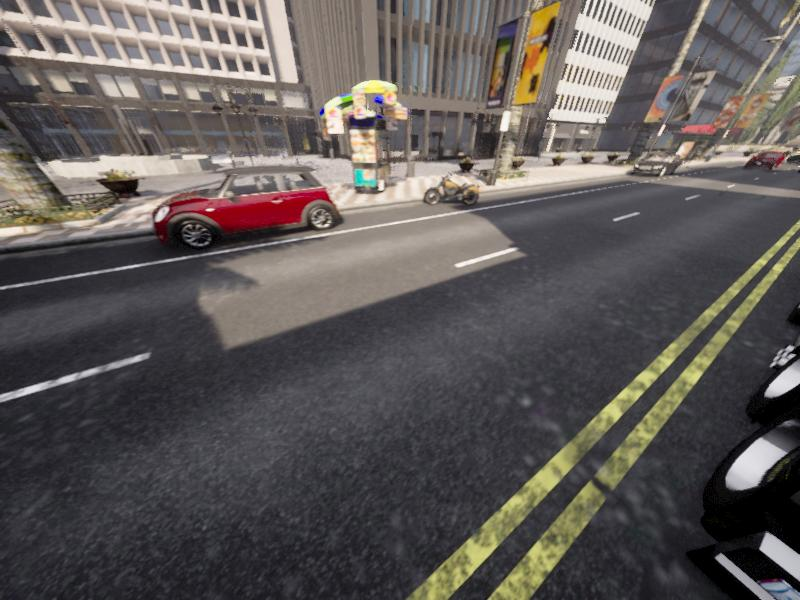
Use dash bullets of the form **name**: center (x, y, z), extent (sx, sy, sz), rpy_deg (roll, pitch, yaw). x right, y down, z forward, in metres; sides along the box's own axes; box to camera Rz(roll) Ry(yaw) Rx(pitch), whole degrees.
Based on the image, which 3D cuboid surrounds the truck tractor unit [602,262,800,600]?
- **truck tractor unit**: center (5.111, -0.298, 0.795), extent (6.516, 4.208, 3.053), rpy_deg (-18, 39, -24)

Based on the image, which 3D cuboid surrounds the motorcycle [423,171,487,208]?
- **motorcycle**: center (2.221, -4.662, 9.728), extent (2.356, 1.277, 0.764), rpy_deg (0, 35, 0)

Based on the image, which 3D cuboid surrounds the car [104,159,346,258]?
- **car**: center (-4.213, -2.888, 6.618), extent (4.553, 1.767, 2.185), rpy_deg (-18, 39, -25)

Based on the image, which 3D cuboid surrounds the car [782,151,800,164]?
- **car**: center (53.683, -18.757, 30.416), extent (4.718, 1.301, 1.895), rpy_deg (-11, 36, -15)

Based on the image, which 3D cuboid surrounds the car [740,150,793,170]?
- **car**: center (38.494, -14.709, 24.240), extent (5.008, 1.535, 1.882), rpy_deg (-18, 39, -24)

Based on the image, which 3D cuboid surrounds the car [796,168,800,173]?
- **car**: center (38.664, -12.434, 21.033), extent (4.674, 1.442, 1.812), rpy_deg (-18, 39, -25)

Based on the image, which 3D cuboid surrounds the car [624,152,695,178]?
- **car**: center (21.185, -11.092, 18.888), extent (4.892, 1.521, 2.231), rpy_deg (-18, 39, -25)
